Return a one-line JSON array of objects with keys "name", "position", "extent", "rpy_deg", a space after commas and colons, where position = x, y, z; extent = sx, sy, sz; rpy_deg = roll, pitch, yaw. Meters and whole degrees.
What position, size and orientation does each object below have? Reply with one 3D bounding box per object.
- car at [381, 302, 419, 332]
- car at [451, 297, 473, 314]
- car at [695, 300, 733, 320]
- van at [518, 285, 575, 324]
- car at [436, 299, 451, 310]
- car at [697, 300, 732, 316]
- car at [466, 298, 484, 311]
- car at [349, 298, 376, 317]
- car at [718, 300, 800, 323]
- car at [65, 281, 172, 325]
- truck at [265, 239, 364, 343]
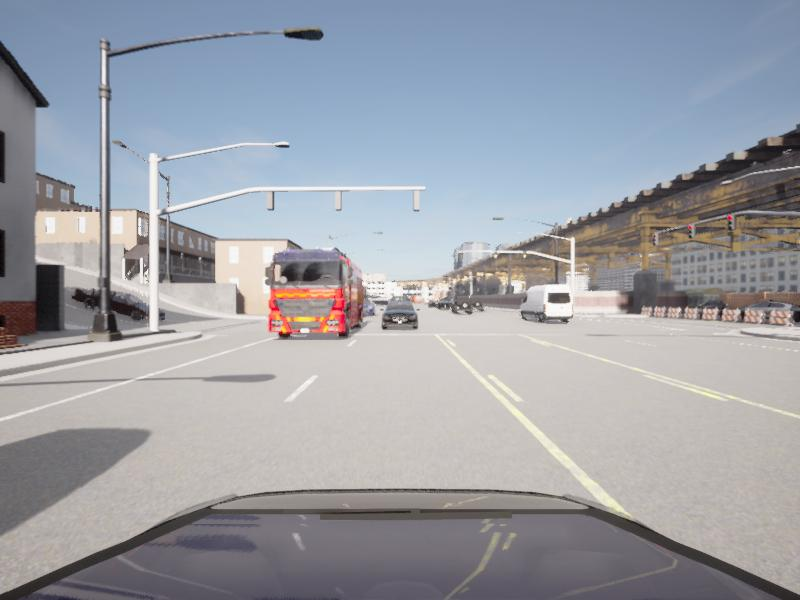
[{"name": "car", "position": [0.000, 0.839, 21.924], "extent": [1.837, 1.490, 4.892], "rpy_deg": [0, 0, 0]}, {"name": "car", "position": [7.000, 0.628, 45.425], "extent": [1.905, 1.878, 3.866], "rpy_deg": [0, 0, 0]}, {"name": "car", "position": [26.433, 0.783, 33.576], "extent": [2.038, 1.542, 4.974], "rpy_deg": [0, 0, 44]}, {"name": "van", "position": [10.504, 0.311, 29.279], "extent": [1.988, 2.561, 5.915], "rpy_deg": [0, 0, 0]}, {"name": "car", "position": [6.999, 0.746, 64.558], "extent": [1.930, 1.638, 5.238], "rpy_deg": [0, 0, 0]}, {"name": "car", "position": [26.469, 0.626, 33.614], "extent": [1.853, 1.218, 4.536], "rpy_deg": [0, 0, 44]}, {"name": "car", "position": [10.500, 0.624, 56.350], "extent": [1.905, 1.878, 3.866], "rpy_deg": [0, 0, 0]}, {"name": "car", "position": [-3.501, 0.679, 38.298], "extent": [2.097, 1.767, 4.553], "rpy_deg": [0, 0, 0]}, {"name": "car", "position": [26.444, 0.785, 28.968], "extent": [2.038, 1.542, 4.974], "rpy_deg": [0, 0, -36]}, {"name": "car", "position": [-18.255, 0.209, 26.133], "extent": [5.357, 1.411, 2.033], "rpy_deg": [15, 0, -2]}, {"name": "truck", "position": [-3.518, -0.320, 18.968], "extent": [2.891, 3.827, 8.468], "rpy_deg": [0, 0, 0]}]
